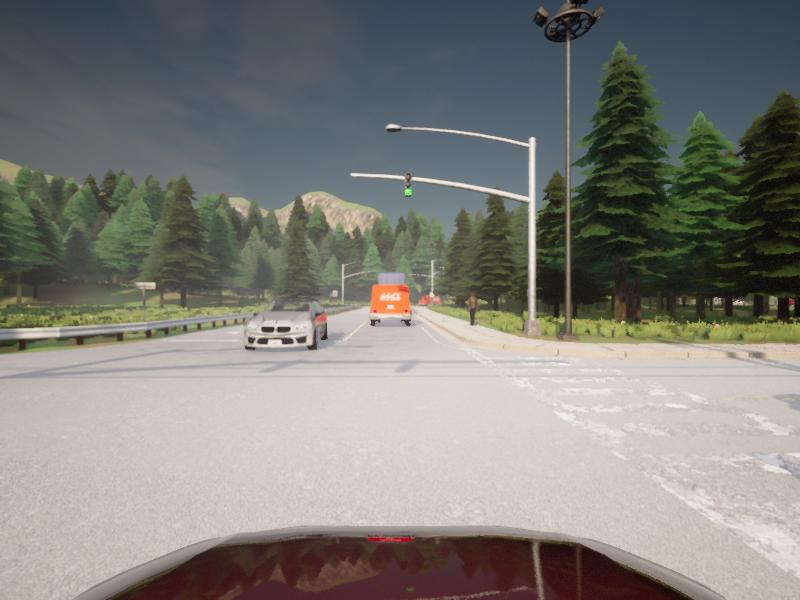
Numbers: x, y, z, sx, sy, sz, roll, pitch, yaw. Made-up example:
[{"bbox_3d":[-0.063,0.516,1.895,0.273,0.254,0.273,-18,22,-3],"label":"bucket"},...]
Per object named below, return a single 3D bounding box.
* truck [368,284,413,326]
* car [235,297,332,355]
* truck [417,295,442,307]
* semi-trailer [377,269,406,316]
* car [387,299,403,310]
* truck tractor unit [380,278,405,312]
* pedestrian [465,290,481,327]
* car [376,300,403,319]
[{"bbox_3d":[-0.610,0.304,26.105,2.627,2.467,5.204,0,0,-1],"label":"truck"},{"bbox_3d":[-3.768,0.733,13.916,2.242,1.667,4.611,0,0,-3],"label":"car"},{"bbox_3d":[6.605,0.181,90.036,5.204,2.467,2.627,0,0,-38],"label":"truck"},{"bbox_3d":[-0.832,-0.706,44.262,2.717,4.402,14.254,0,0,0],"label":"semi-trailer"},{"bbox_3d":[-0.718,0.639,60.498,2.242,1.667,4.611,0,0,1],"label":"car"},{"bbox_3d":[-0.838,-0.606,52.179,3.053,4.208,6.516,0,0,1],"label":"truck tractor unit"},{"bbox_3d":[3.794,0.440,20.833,0.751,1.860,0.751,0,0,7],"label":"pedestrian"},{"bbox_3d":[-0.857,0.780,34.824,2.128,1.511,4.902,0,0,0],"label":"car"}]
